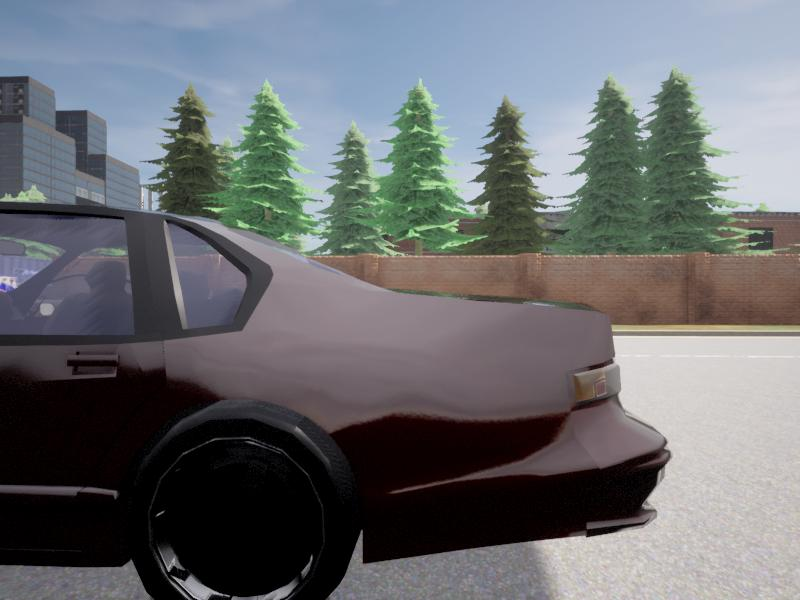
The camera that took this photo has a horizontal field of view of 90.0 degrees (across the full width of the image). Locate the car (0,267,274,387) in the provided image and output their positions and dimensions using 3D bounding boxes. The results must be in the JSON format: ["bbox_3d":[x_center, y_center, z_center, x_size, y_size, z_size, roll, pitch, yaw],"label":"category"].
[{"bbox_3d":[-4.212,0.307,5.691,4.181,1.385,1.994,0,0,2],"label":"car"}]

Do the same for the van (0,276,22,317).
[{"bbox_3d":[-25.299,-0.222,22.298,2.351,2.431,6.366,0,0,2],"label":"van"}]

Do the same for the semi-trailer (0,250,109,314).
[{"bbox_3d":[-28.521,-1.219,29.872,2.717,4.402,14.254,0,0,2],"label":"semi-trailer"}]

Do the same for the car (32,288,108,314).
[{"bbox_3d":[-24.995,0.052,30.551,1.932,1.855,4.605,0,0,2],"label":"car"}]

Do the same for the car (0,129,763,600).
[{"bbox_3d":[-1.761,0.294,2.089,5.357,1.411,2.033,0,0,2],"label":"car"}]
